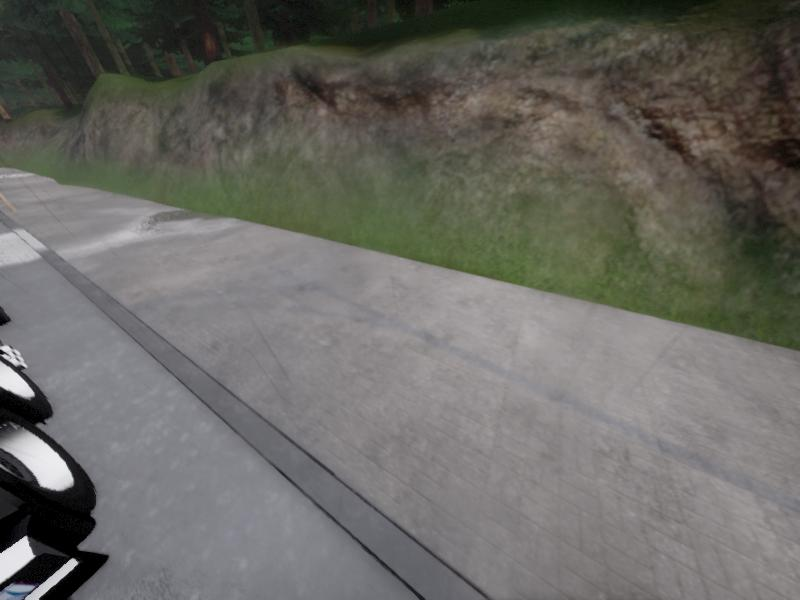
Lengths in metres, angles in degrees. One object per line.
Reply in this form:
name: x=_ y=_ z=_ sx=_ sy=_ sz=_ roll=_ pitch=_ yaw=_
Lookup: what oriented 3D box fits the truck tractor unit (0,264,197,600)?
truck tractor unit: x=-5.116 y=-0.294 z=0.781 sx=6.516 sy=4.208 sz=3.053 roll=18 pitch=39 yaw=24
